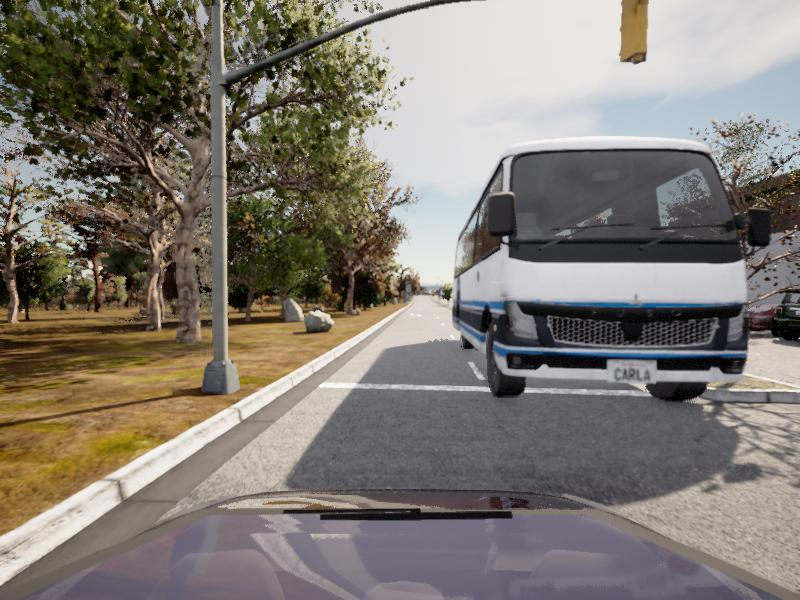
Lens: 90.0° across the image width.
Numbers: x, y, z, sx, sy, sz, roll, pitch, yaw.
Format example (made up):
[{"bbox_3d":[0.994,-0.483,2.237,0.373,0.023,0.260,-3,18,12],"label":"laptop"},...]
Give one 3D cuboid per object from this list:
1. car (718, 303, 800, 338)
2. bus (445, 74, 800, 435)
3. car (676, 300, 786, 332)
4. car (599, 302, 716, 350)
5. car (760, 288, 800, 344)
[{"bbox_3d":[17.581,0.910,18.648,4.674,1.452,2.002,1,0,-17],"label":"car"},{"bbox_3d":[3.386,-0.559,9.935,3.944,4.253,10.273,1,0,4],"label":"bus"},{"bbox_3d":[17.923,0.848,21.702,5.366,1.575,1.946,1,0,-17],"label":"car"},{"bbox_3d":[9.276,0.844,14.883,1.816,1.474,4.193,1,0,3],"label":"car"},{"bbox_3d":[17.455,0.642,15.652,5.566,2.045,2.435,1,0,-17],"label":"car"}]
